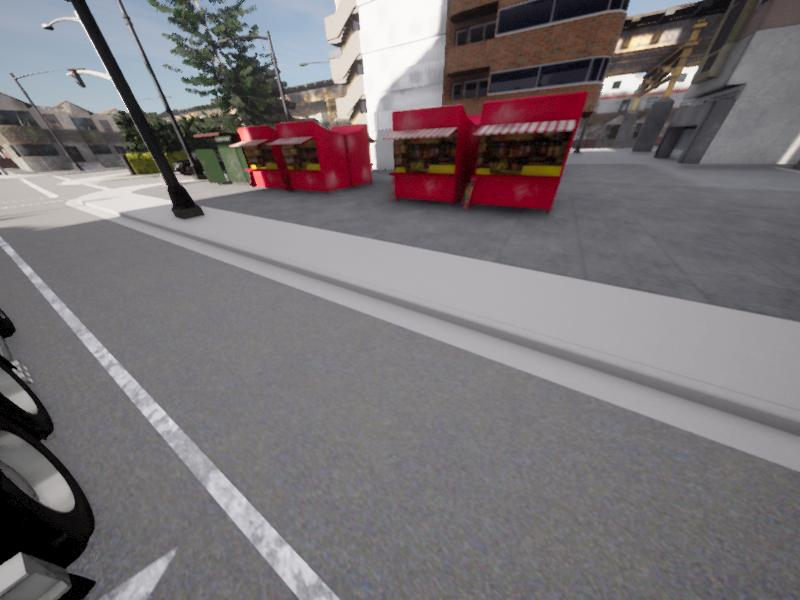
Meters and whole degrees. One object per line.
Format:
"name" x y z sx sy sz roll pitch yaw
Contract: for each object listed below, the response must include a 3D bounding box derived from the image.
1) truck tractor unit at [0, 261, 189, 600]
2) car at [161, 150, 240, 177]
"truck tractor unit" -5.105 -0.285 0.925 6.516 4.208 3.053 16 33 26
"car" -20.573 -14.414 24.274 2.150 2.045 5.566 17 38 26
